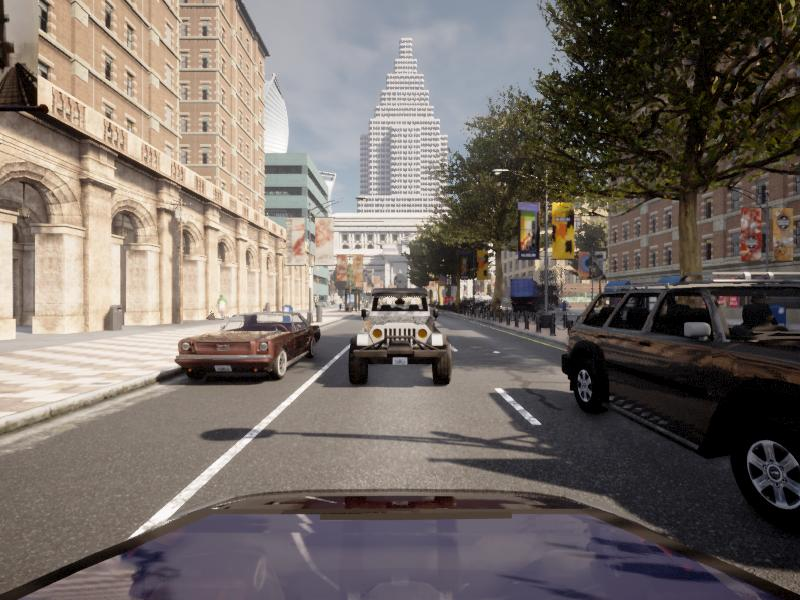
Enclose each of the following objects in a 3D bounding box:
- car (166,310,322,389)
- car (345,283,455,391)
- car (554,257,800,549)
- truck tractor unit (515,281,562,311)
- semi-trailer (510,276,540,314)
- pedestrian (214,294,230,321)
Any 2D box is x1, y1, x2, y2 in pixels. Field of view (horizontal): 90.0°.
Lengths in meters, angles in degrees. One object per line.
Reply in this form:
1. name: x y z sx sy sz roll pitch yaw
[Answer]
1. car: -3.250 0.940 9.526 1.895 1.301 4.718 0 0 0
2. car: -0.001 0.647 8.870 1.905 1.878 3.866 0 0 0
3. car: 3.501 0.653 4.281 1.932 1.855 4.605 0 0 0
4. truck tractor unit: 20.836 -0.527 60.243 6.516 4.208 3.053 1 -4 -30
5. semi-trailer: 16.957 -0.636 53.653 2.717 4.402 14.254 -1 0 22
6. pedestrian: -12.444 0.489 28.010 0.751 1.860 0.751 0 0 0
